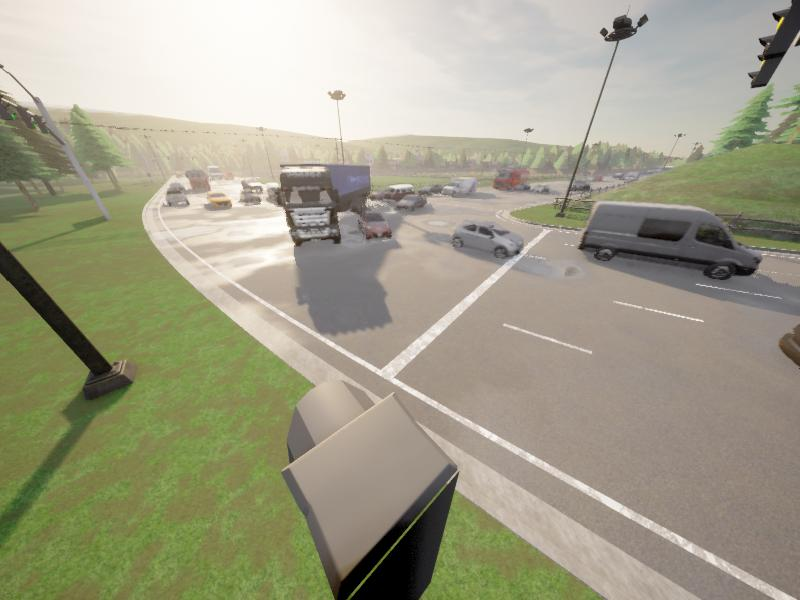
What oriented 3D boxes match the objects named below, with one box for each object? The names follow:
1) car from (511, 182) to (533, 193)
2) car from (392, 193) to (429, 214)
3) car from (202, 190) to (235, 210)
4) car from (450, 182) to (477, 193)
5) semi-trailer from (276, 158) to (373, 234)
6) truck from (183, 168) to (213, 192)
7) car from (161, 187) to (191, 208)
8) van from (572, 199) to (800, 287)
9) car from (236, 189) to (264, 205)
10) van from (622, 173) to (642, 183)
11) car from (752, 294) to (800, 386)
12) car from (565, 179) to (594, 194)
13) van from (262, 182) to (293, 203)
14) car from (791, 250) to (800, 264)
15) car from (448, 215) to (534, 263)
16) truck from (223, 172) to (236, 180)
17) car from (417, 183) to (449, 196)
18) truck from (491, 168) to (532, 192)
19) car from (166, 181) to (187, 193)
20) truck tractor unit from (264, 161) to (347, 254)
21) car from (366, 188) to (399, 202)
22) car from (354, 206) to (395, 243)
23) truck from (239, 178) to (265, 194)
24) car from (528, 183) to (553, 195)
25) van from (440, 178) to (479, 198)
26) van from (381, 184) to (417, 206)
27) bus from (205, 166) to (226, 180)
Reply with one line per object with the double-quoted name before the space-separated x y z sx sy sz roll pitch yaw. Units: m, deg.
"car" 22.208 -20.484 41.954 3.633 1.501 1.845 -23 37 -34
"car" 1.255 -10.402 24.629 2.033 1.411 5.357 13 32 21
"car" -20.953 -11.630 26.612 1.882 1.535 5.008 -25 38 -36
"car" 11.522 -20.544 42.109 4.792 1.488 2.163 -23 37 -34
"semi-trailer" -5.363 -10.006 20.901 2.717 4.402 14.254 2 30 5
"truck" -39.658 -23.723 45.270 2.891 3.827 8.468 -22 37 -33
"car" -26.427 -12.192 27.252 1.932 1.855 4.605 -24 37 -35
"van" 11.814 -2.875 10.447 5.915 2.561 1.988 20 35 30
"car" -19.139 -13.194 29.383 1.816 1.474 4.193 -24 38 -35
"van" 65.544 -34.505 65.334 6.366 2.431 2.351 -23 37 -34
"car" 10.688 1.460 3.809 4.611 1.667 2.242 17 34 27
"car" 31.930 -20.218 40.978 5.566 2.045 2.150 -23 37 -34
"van" -16.671 -14.686 31.394 2.069 2.038 4.480 -24 38 -35
"car" 21.155 -1.625 9.179 5.238 1.638 1.930 16 34 25
"car" 4.681 -3.368 12.311 1.845 1.501 3.633 -26 39 -37
"truck" -60.322 -44.005 81.752 2.627 2.467 5.204 -22 37 -33
"car" 5.399 -18.033 37.619 5.027 1.651 2.152 -23 37 -34
"truck" 21.790 -23.589 45.038 8.468 3.827 2.891 -23 37 -34
"car" -40.973 -20.817 42.439 2.152 1.651 5.027 -22 37 -33
"truck tractor unit" -5.383 -6.013 14.191 3.053 4.208 6.516 -9 31 -14
"car" -2.334 -14.386 31.555 1.994 1.385 4.181 25 38 36
"car" -1.772 -5.070 15.259 1.845 1.501 3.633 -10 31 -15
"truck" -26.641 -20.529 41.463 2.390 2.098 6.274 -23 37 -34
"car" 23.854 -18.867 39.207 3.806 1.475 1.970 -23 37 -34
"van" 9.422 -17.789 36.390 6.366 2.431 2.351 -23 37 -34
"van" -0.069 -13.166 28.773 2.069 2.038 4.480 21 36 33
"bus" -66.119 -45.648 82.810 3.944 4.253 10.273 -22 37 -33
